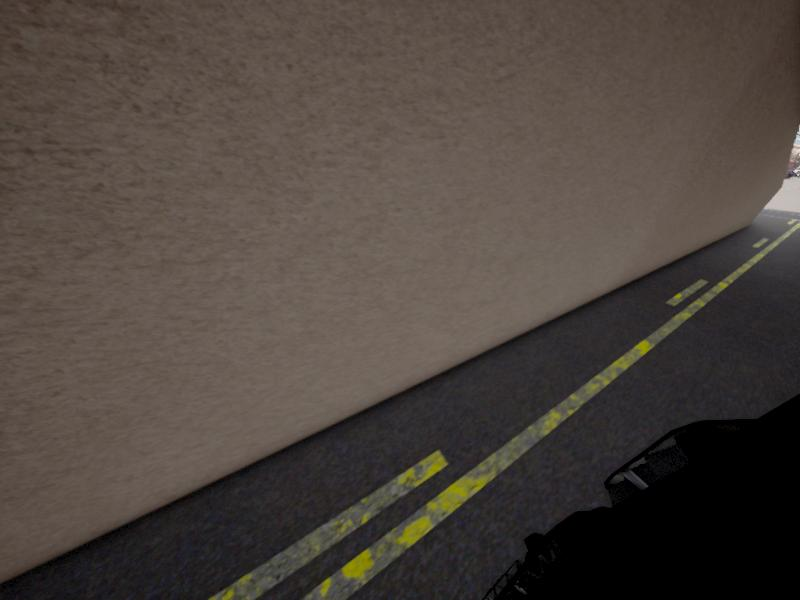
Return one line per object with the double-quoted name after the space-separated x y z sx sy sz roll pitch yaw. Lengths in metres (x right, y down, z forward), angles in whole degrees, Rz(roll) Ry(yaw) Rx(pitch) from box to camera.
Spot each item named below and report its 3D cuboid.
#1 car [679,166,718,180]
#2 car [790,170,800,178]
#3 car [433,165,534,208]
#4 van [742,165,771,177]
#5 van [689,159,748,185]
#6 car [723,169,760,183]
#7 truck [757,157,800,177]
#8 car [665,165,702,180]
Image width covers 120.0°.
44.780 -19.046 34.629 4.902 1.511 2.128 -15 37 -24 "car"
95.197 -29.891 54.825 4.892 1.490 1.837 -14 37 -24 "car"
4.183 -5.829 11.637 4.514 1.525 2.007 -16 38 -26 "car"
74.814 -27.039 48.483 4.480 2.038 2.069 -15 37 -24 "van"
39.345 -15.826 28.549 6.366 2.431 2.351 -15 37 -24 "van"
49.757 -18.135 33.660 4.892 1.490 1.837 -15 38 -24 "car"
90.715 -31.890 55.375 8.468 3.827 2.891 -15 37 -24 "truck"
39.309 -17.676 32.064 3.988 1.617 1.851 -15 37 -24 "car"
